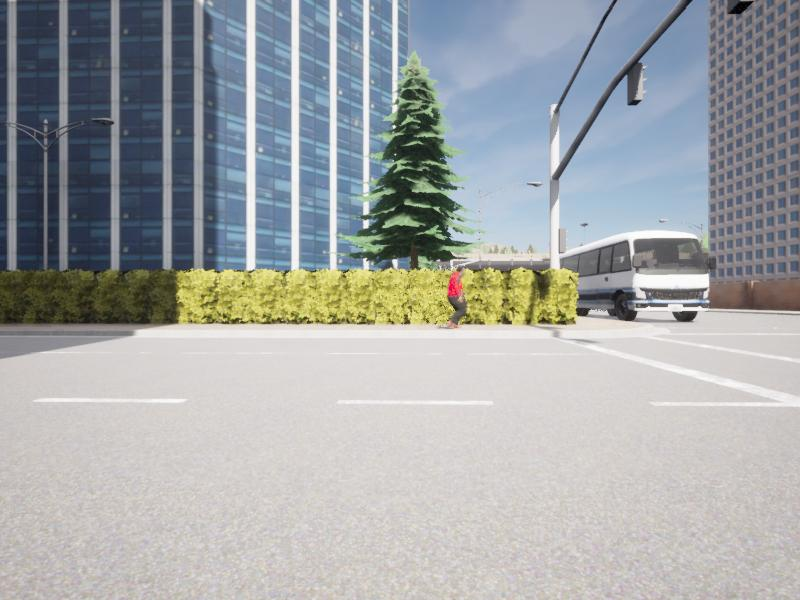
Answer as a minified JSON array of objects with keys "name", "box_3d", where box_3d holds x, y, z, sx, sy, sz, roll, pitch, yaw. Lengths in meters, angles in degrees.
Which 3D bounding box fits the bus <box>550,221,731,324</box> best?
[{"name":"bus","box_3d":[11.933,-1.134,21.785,3.944,4.253,10.273,0,0,2]}]

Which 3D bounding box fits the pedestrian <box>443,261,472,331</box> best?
[{"name":"pedestrian","box_3d":[1.581,-0.115,11.090,0.751,1.860,0.751,0,0,5]}]
